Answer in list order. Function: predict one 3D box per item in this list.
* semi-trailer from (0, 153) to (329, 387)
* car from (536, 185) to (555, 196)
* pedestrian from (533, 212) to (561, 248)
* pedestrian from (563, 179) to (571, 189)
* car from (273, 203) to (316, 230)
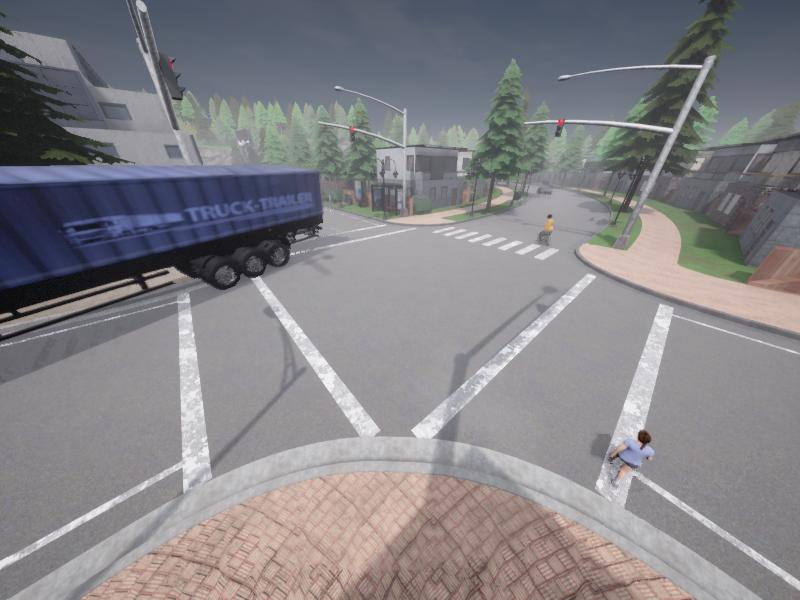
[{"bbox_3d":[-8.467,-2.083,7.632,2.717,4.402,14.254,19,36,19],"label":"semi-trailer"},{"bbox_3d":[25.009,-18.891,39.880,1.994,1.385,4.181,11,32,18],"label":"car"},{"bbox_3d":[8.821,-4.193,13.879,0.751,1.860,0.751,-26,39,-37],"label":"pedestrian"},{"bbox_3d":[35.212,-24.522,48.790,0.751,1.860,0.751,14,33,23],"label":"pedestrian"},{"bbox_3d":[-9.054,-7.223,19.710,1.994,1.385,4.181,-22,36,-33],"label":"car"}]
